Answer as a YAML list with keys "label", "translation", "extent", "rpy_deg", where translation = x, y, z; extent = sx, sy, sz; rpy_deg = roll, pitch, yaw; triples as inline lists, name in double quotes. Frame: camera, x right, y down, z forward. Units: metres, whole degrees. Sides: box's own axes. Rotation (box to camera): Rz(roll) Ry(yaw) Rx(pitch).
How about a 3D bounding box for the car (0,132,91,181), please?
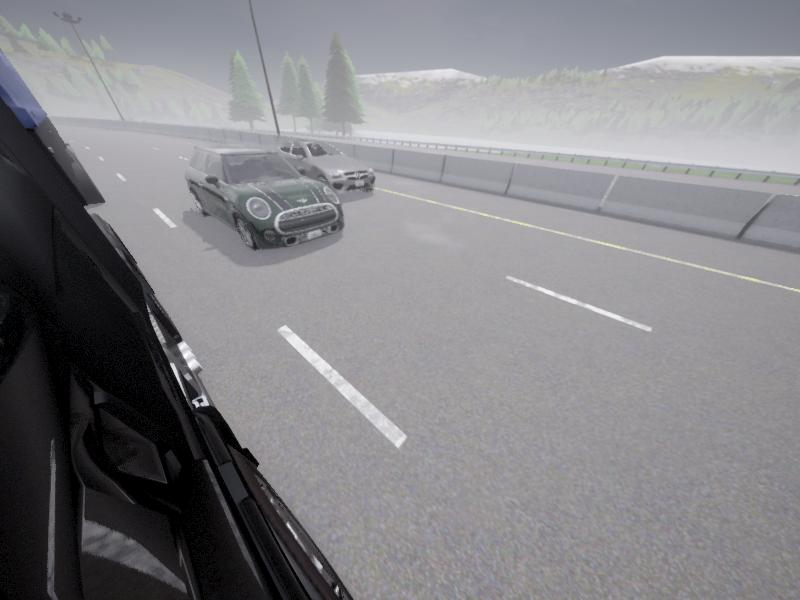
- label: "car"
  translation: [-15.629, -6.418, 10.088]
  extent: [4.718, 1.301, 1.895]
  rpy_deg: [29, 44, 30]

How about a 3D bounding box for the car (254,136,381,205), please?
- label: "car"
  translation: [-3.323, -5.391, 9.259]
  extent: [5.027, 1.651, 2.152]
  rpy_deg: [29, 44, 30]

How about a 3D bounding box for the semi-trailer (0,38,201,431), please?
- label: "semi-trailer"
  translation: [-8.669, -3.637, 4.239]
  extent: [14.254, 4.402, 2.717]
  rpy_deg: [29, 44, 30]

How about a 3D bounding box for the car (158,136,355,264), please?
- label: "car"
  translation: [-3.483, -2.785, 5.639]
  extent: [4.553, 1.767, 2.097]
  rpy_deg: [28, 44, 30]

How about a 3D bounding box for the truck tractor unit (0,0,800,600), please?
- label: "truck tractor unit"
  translation: [-2.645, -0.295, 0.352]
  extent: [6.516, 4.208, 3.053]
  rpy_deg: [28, 44, 30]
